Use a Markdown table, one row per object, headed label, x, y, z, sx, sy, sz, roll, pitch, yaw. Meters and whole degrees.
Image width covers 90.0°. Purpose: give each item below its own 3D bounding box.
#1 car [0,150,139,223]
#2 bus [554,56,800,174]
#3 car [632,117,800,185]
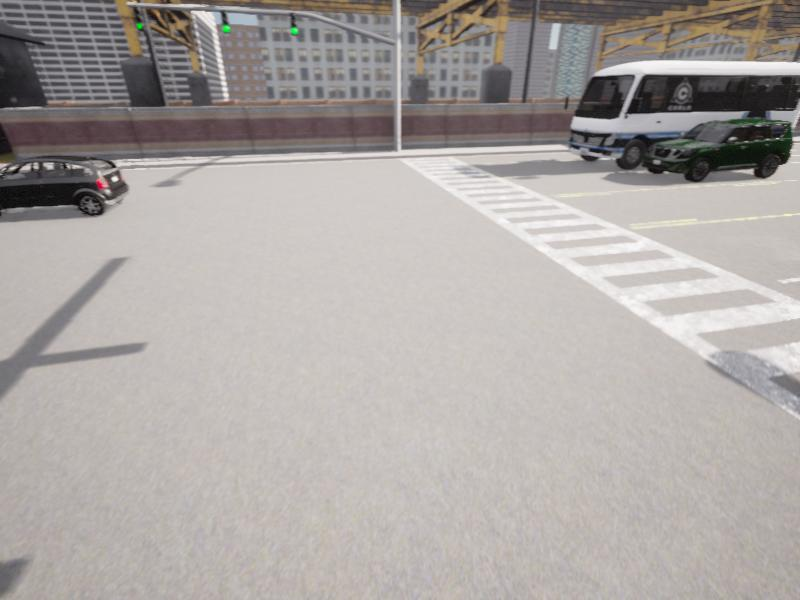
| label | x | y | z | sx | sy | sz | roll | pitch | yaw |
| --- | --- | --- | --- | --- | --- | --- | --- | --- | --- |
| car | -9.997 | -3.247 | 11.339 | 3.705 | 1.549 | 1.789 | -6 | 28 | -12 |
| bus | 13.209 | -8.617 | 18.593 | 10.273 | 4.253 | 3.944 | -6 | 28 | -12 |
| car | 12.652 | -5.992 | 15.892 | 5.566 | 2.045 | 2.150 | -7 | 28 | -11 |
